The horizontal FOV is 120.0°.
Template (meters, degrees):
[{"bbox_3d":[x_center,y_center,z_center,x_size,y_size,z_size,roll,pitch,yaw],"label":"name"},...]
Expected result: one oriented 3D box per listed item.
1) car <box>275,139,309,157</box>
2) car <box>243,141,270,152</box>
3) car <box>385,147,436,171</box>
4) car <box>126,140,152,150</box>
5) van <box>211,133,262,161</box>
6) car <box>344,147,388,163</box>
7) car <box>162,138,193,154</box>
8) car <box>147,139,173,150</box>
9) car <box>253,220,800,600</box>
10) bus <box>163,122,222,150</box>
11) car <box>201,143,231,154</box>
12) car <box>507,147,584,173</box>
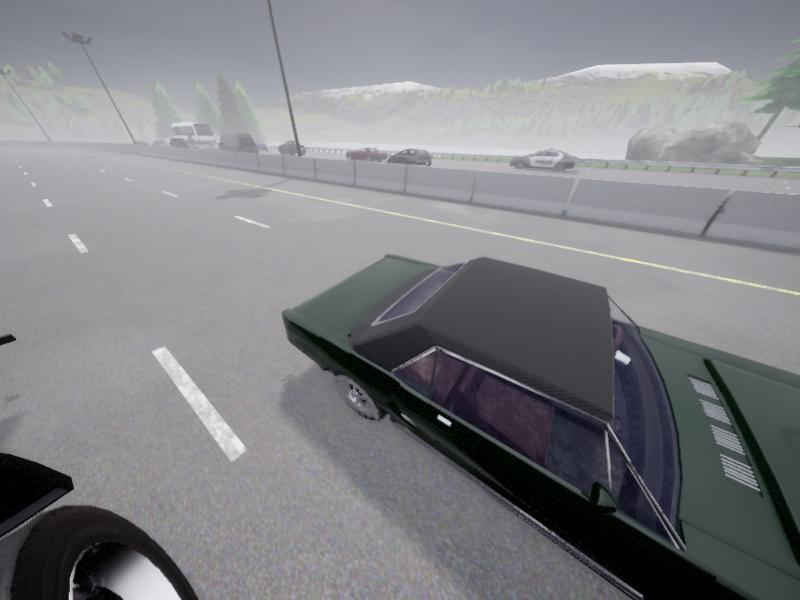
[{"bbox_3d":[-15.051,-21.195,32.180,4.605,1.855,1.932,28,44,32],"label":"car"},{"bbox_3d":[-26.023,-27.871,41.836,4.514,1.525,2.007,22,41,28],"label":"car"},{"bbox_3d":[0.801,-12.286,20.045,1.816,1.474,4.193,-29,45,-35],"label":"car"},{"bbox_3d":[-49.650,-29.568,43.984,3.705,1.549,1.789,18,39,23],"label":"car"},{"bbox_3d":[-19.331,-18.150,27.244,5.915,2.561,1.988,22,41,28],"label":"van"},{"bbox_3d":[-3.811,-16.216,25.726,4.718,1.301,1.895,22,41,28],"label":"car"},{"bbox_3d":[-35.048,-24.299,36.373,3.866,1.878,1.905,22,41,27],"label":"car"},{"bbox_3d":[-48.475,-31.474,46.727,3.988,1.617,1.851,17,38,22],"label":"car"},{"bbox_3d":[1.213,0.641,1.884,4.718,1.301,1.895,22,41,28],"label":"car"},{"bbox_3d":[-40.826,-32.255,45.541,10.273,4.253,3.944,19,39,25],"label":"bus"},{"bbox_3d":[-29.433,-24.240,36.859,4.718,1.301,1.895,22,41,28],"label":"car"},{"bbox_3d":[12.136,-11.892,19.542,4.974,1.542,2.038,27,43,32],"label":"car"}]
